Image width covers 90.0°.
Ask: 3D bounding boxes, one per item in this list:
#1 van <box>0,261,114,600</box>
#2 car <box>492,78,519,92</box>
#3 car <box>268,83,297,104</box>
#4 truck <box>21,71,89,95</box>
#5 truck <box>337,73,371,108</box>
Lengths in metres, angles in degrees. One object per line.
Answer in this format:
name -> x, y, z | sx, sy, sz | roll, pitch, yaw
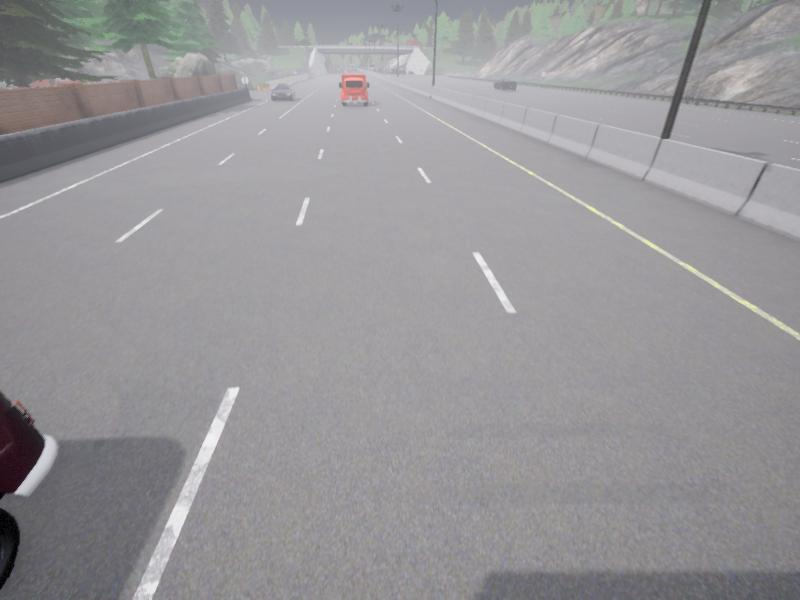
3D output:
van -> -3.441, 1.752, 1.014 | 2.069, 2.038, 4.480 | -1, 30, -2
car -> 14.480, -29.743, 55.215 | 1.882, 1.535, 5.008 | -3, 30, -6
car -> -11.650, -20.775, 40.088 | 2.038, 1.542, 4.974 | -4, 31, -7
truck -> -42.100, -26.606, 48.976 | 5.204, 2.467, 2.627 | -3, 30, -5
truck -> -4.008, -18.369, 34.998 | 2.627, 2.467, 5.204 | -3, 30, -6
